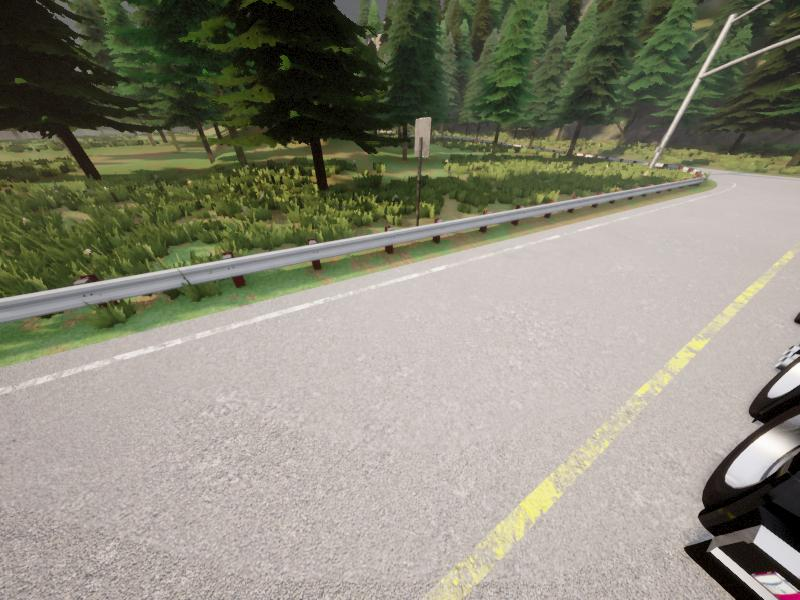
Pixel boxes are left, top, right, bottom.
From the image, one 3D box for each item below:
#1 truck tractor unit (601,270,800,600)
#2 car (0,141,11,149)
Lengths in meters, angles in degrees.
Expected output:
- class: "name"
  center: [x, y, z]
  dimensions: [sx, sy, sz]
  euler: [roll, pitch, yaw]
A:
- class: "truck tractor unit"
  center: [5.120, -0.291, 0.767]
  dimensions: [6.516, 4.208, 3.053]
  euler: [-18, 39, -24]
- class: "car"
  center: [-95.235, -35.719, 53.334]
  dimensions: [5.008, 1.535, 1.882]
  euler: [-18, 39, -25]
